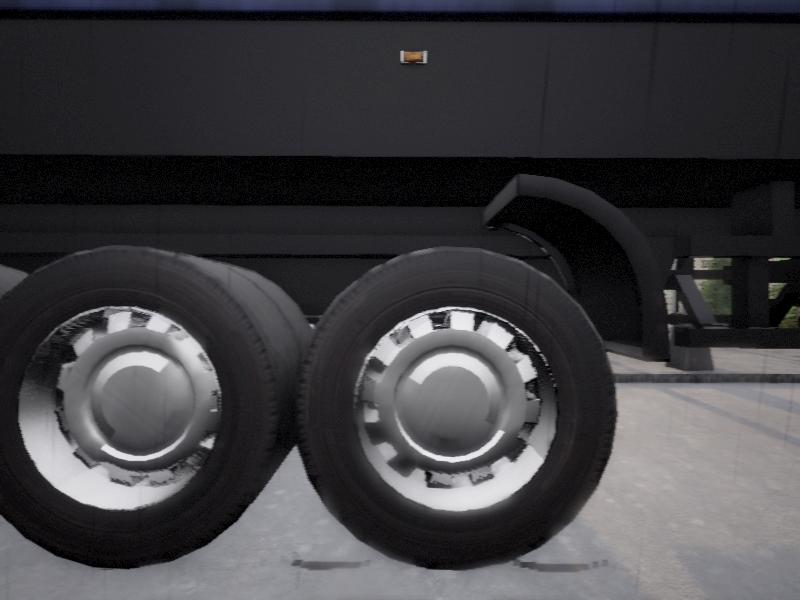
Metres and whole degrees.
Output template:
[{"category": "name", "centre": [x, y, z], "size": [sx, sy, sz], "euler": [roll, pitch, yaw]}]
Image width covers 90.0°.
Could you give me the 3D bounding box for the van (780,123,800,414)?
[{"category": "van", "centre": [6.469, -0.275, 2.696], "size": [5.915, 2.561, 1.988], "euler": [0, 0, 0]}]

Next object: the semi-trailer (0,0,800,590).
[{"category": "semi-trailer", "centre": [-3.612, -1.220, 2.715], "size": [14.254, 4.402, 2.717], "euler": [0, 0, 0]}]
